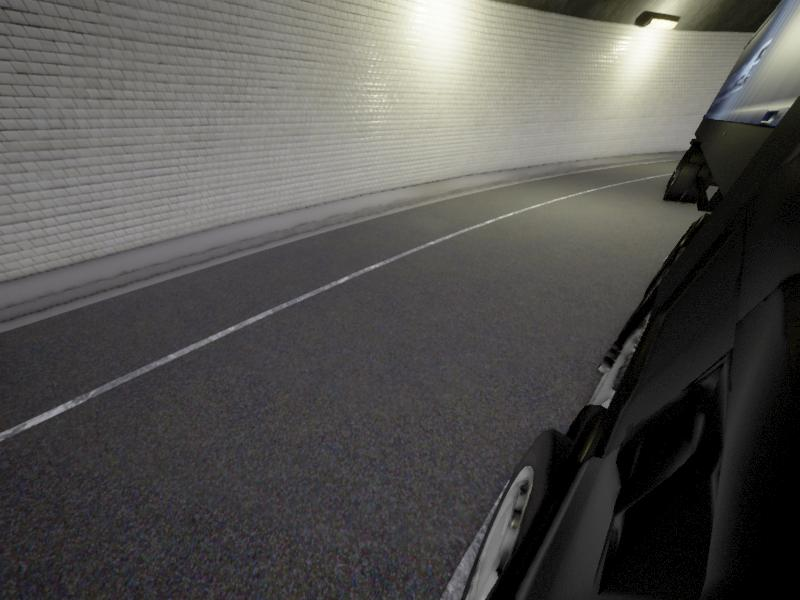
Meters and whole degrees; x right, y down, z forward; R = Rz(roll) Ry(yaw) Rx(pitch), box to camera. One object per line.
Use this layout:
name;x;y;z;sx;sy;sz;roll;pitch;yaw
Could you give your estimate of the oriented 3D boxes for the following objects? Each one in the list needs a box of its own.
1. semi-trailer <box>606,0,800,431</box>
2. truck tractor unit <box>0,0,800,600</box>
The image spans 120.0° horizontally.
semi-trailer;8.283;-3.862;4.594;2.717;4.402;14.254;29;47;35
truck tractor unit;2.645;-0.295;0.352;6.516;4.208;3.053;-28;44;-30
